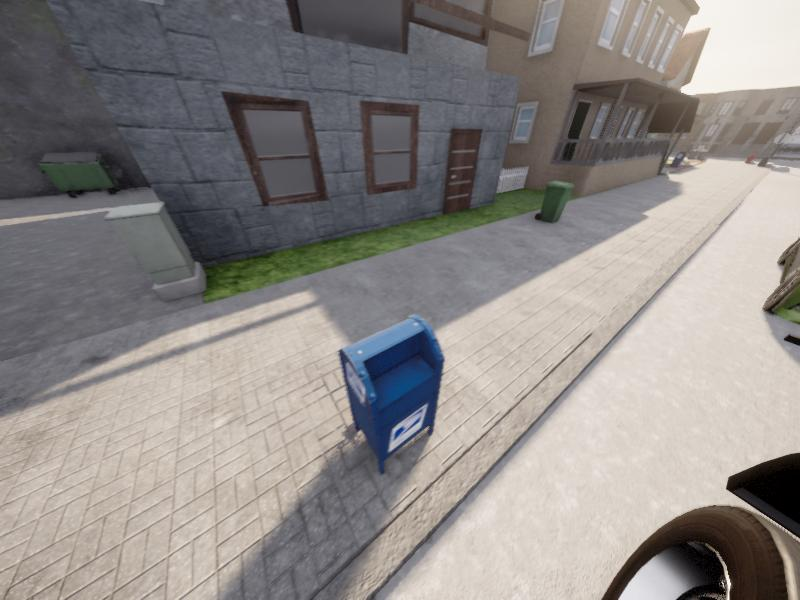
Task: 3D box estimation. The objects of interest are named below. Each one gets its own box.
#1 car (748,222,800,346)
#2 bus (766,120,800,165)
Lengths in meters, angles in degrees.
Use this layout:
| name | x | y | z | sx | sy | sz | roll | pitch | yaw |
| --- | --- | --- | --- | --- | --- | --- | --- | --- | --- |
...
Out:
| name | x | y | z | sx | sy | sz | roll | pitch | yaw |
| --- | --- | --- | --- | --- | --- | --- | --- | --- | --- |
| car | 7.386 | -0.508 | 3.242 | 4.514 | 1.525 | 2.007 | -22 | 41 | -28 |
| bus | 40.599 | -13.469 | 18.983 | 3.944 | 4.253 | 10.273 | -22 | 40 | -28 |
